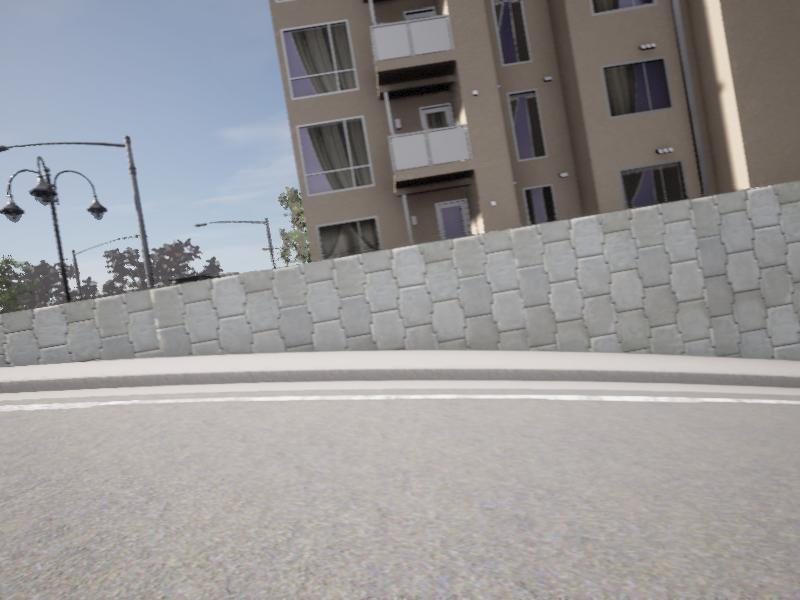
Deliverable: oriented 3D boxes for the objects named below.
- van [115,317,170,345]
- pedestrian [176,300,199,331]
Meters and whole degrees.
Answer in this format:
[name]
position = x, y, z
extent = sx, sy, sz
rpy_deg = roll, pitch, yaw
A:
[van]
position = -24.626, 2.891, 38.558
extent = 2.069, 2.038, 4.480
rpy_deg = -9, 0, 1
[pedestrian]
position = -13.524, 0.972, 25.513
extent = 0.751, 1.860, 0.751
rpy_deg = -9, 0, 7
